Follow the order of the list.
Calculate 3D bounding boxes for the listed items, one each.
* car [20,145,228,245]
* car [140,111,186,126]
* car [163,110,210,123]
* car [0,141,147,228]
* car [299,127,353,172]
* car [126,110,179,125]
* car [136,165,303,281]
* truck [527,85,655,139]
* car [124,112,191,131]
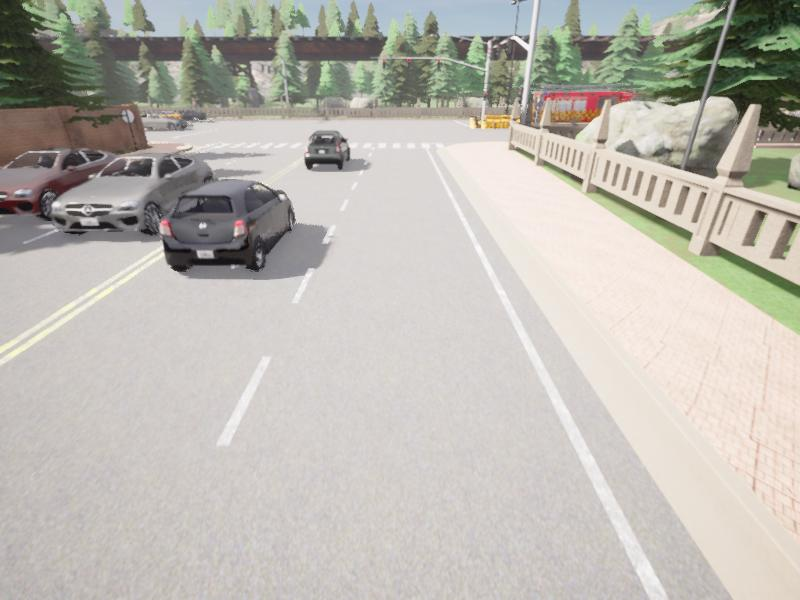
[{"bbox_3d":[-6.989,-3.147,11.103,2.152,1.651,5.027,0,27,0],"label":"car"},{"bbox_3d":[-27.170,-20.842,46.019,3.806,1.475,1.970,0,27,0],"label":"car"},{"bbox_3d":[-27.830,-24.030,52.262,4.892,1.490,1.837,0,27,0],"label":"car"},{"bbox_3d":[-10.490,-3.743,12.273,2.152,1.651,5.027,0,27,0],"label":"car"},{"bbox_3d":[-3.490,-7.458,19.587,1.851,1.617,3.988,0,27,0],"label":"car"},{"bbox_3d":[-30.305,-22.461,49.145,4.974,1.542,2.038,0,27,0],"label":"car"},{"bbox_3d":[-3.490,-1.847,8.651,1.845,1.501,3.633,0,27,0],"label":"car"},{"bbox_3d":[15.337,-15.449,32.843,8.468,3.827,2.891,0,27,0],"label":"truck"},{"bbox_3d":[-24.018,-17.728,39.742,5.027,1.651,2.152,0,27,0],"label":"car"}]
